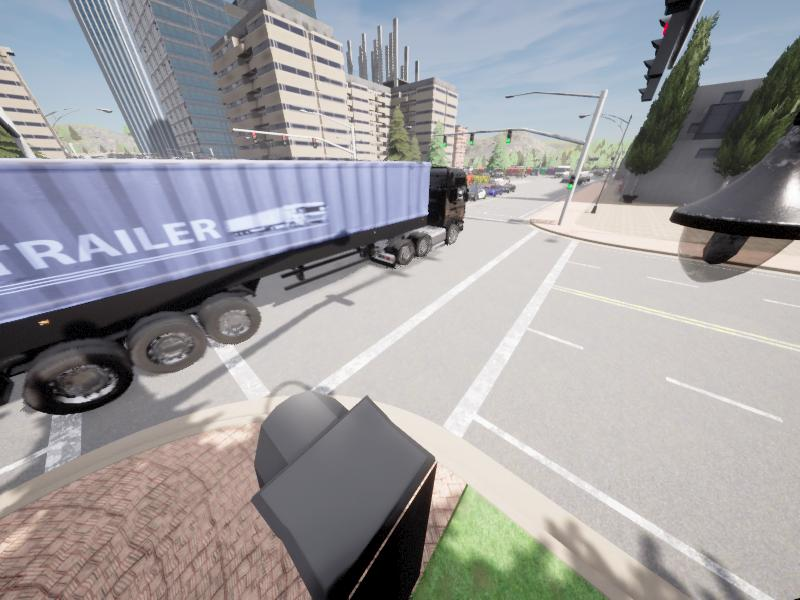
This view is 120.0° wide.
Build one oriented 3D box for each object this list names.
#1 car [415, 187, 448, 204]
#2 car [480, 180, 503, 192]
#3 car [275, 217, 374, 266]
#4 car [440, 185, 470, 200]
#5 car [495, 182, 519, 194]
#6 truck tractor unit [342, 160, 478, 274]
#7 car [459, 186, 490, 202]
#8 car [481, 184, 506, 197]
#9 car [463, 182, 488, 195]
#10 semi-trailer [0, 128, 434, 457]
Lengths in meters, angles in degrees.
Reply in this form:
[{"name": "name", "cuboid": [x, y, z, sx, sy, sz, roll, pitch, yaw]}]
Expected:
[{"name": "car", "cuboid": [4.201, -13.723, 30.248, 2.007, 1.525, 4.514, 24, 38, 35]}, {"name": "car", "cuboid": [17.256, -21.510, 43.592, 2.242, 1.667, 4.611, 23, 37, 34]}, {"name": "car", "cuboid": [-3.815, -3.359, 12.528, 1.895, 1.301, 4.718, 23, 37, 34]}, {"name": "car", "cuboid": [8.260, -16.092, 34.347, 2.038, 1.542, 4.974, 23, 37, 34]}, {"name": "car", "cuboid": [18.843, -19.664, 40.553, 2.128, 1.511, 4.902, 23, 37, 34]}, {"name": "truck tractor unit", "cuboid": [0.868, -4.695, 11.907, 3.053, 4.208, 6.516, 23, 37, 34]}, {"name": "car", "cuboid": [10.255, -14.559, 31.692, 2.038, 1.542, 4.974, 23, 37, 34]}, {"name": "car", "cuboid": [14.747, -17.231, 36.324, 2.007, 1.525, 4.514, 23, 37, 34]}, {"name": "car", "cuboid": [12.734, -18.797, 38.936, 2.033, 1.649, 4.856, 23, 37, 34]}, {"name": "semi-trailer", "cuboid": [-4.215, -1.745, 6.605, 2.717, 4.402, 14.254, 23, 37, 34]}]
